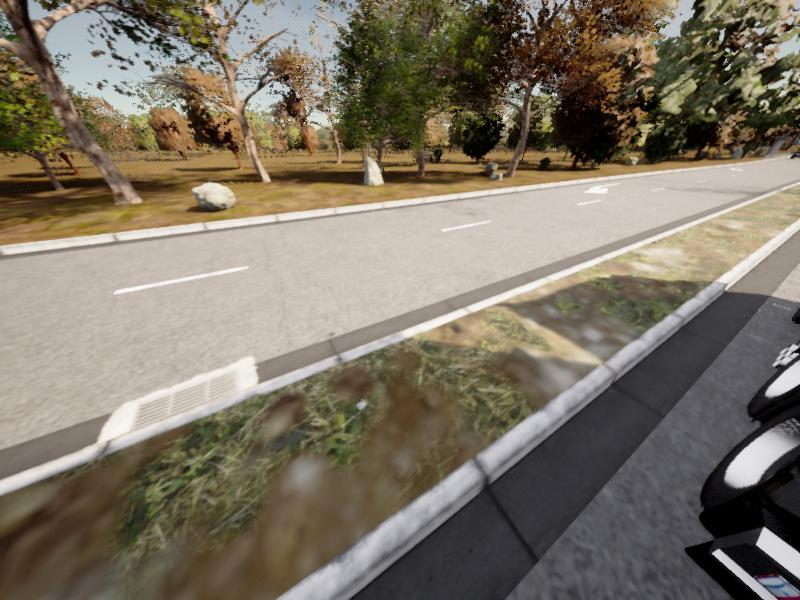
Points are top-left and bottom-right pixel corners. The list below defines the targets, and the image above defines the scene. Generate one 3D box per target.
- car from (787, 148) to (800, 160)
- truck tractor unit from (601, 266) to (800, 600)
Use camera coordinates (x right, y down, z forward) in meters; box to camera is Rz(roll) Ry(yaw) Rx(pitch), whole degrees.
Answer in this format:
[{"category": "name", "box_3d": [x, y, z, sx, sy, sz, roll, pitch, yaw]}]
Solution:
[{"category": "car", "box_3d": [66.192, -23.952, 37.933, 3.705, 1.549, 1.789, -18, 39, -23]}, {"category": "truck tractor unit", "box_3d": [5.117, -0.295, 0.774, 6.516, 4.208, 3.053, -18, 39, -24]}]
